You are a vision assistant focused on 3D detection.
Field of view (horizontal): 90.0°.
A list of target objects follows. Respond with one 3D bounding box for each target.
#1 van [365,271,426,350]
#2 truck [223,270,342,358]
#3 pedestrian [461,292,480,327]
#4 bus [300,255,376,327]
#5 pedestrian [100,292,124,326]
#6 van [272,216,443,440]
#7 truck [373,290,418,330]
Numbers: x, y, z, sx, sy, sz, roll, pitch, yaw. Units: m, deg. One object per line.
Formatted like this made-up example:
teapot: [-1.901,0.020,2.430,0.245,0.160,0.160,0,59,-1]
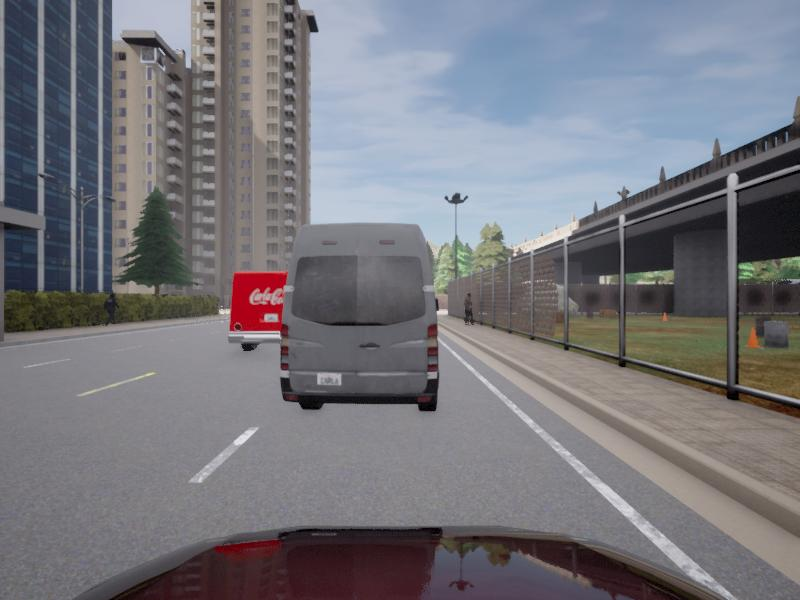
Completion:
van: [-0.179,0.323,15.946,1.988,2.561,5.915,0,0,-1]
truck: [-3.657,0.366,13.764,2.627,2.467,5.204,0,1,-1]
pedestrian: [3.792,0.485,21.609,0.751,1.860,0.751,0,0,-23]
bus: [-3.950,-0.534,28.660,3.944,4.253,10.273,0,0,-1]
pedestrian: [-15.752,0.485,21.876,0.751,1.860,0.751,0,0,-2]
van: [-0.353,0.322,7.571,1.988,2.561,5.915,0,0,3]
truck: [-0.279,0.542,24.364,2.390,2.098,6.274,0,0,-1]
